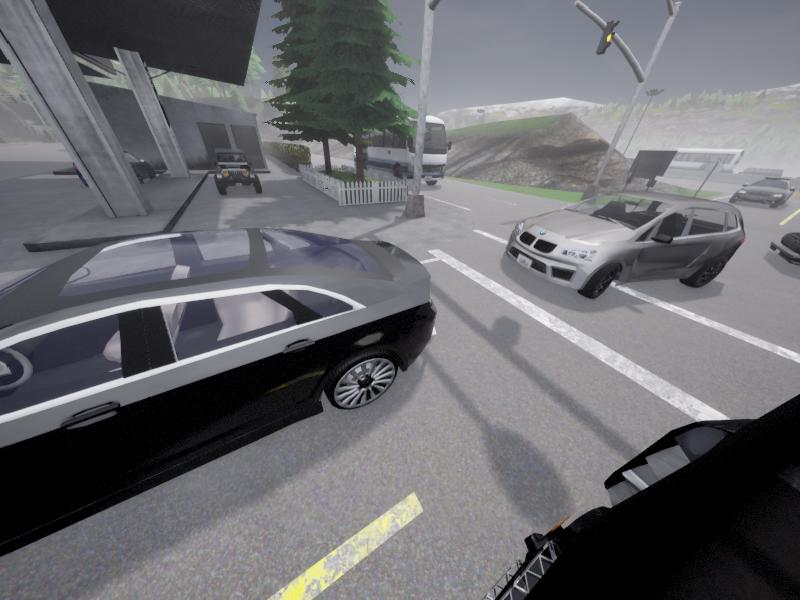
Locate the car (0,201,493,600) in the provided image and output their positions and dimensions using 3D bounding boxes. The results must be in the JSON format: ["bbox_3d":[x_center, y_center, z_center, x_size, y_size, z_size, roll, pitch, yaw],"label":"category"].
[{"bbox_3d":[-1.948,0.336,1.920,4.902,1.511,2.128,-16,38,-26],"label":"car"}]

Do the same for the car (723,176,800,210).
[{"bbox_3d":[23.824,-7.082,15.036,4.974,1.542,2.038,-16,38,-26],"label":"car"}]

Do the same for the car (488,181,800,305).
[{"bbox_3d":[4.766,-1.404,4.998,4.611,1.667,2.242,-5,34,-14],"label":"car"}]

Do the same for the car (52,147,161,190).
[{"bbox_3d":[-15.822,-7.472,12.935,2.242,1.667,4.611,-16,38,-26],"label":"car"}]

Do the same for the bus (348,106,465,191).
[{"bbox_3d":[-0.336,-11.908,18.338,3.944,4.253,10.273,-16,38,-26],"label":"bus"}]

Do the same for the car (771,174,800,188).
[{"bbox_3d":[54.682,-16.234,31.572,1.970,1.475,3.806,-16,38,-26],"label":"car"}]

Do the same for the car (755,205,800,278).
[{"bbox_3d":[12.223,-0.567,4.606,5.357,1.411,2.033,29,42,34],"label":"car"}]

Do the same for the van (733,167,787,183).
[{"bbox_3d":[61.343,-21.454,39.475,1.775,1.987,4.442,-16,38,-26],"label":"van"}]

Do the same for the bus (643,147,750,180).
[{"bbox_3d":[51.616,-24.242,40.872,3.944,4.253,10.273,-16,38,-26],"label":"bus"}]

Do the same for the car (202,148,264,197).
[{"bbox_3d":[-8.743,-6.879,12.281,1.905,1.878,3.866,-16,38,-26],"label":"car"}]
